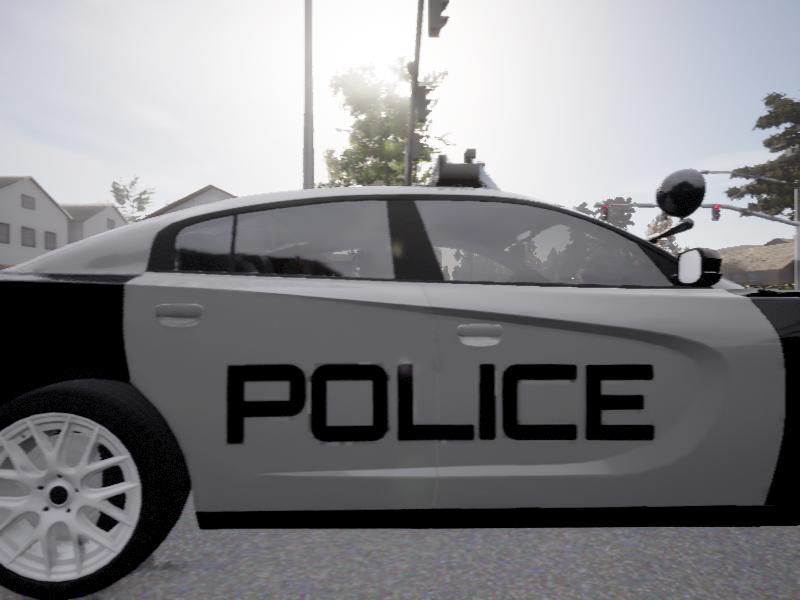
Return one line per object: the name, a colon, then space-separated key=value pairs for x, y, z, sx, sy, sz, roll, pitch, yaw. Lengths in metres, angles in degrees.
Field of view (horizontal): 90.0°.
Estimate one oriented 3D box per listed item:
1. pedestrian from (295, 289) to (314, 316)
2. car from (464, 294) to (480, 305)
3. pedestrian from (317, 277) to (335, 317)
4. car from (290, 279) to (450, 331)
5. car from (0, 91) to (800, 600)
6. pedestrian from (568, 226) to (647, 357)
pedestrian: x=-4.718 y=0.135 z=19.762 sx=0.751 sy=1.300 sz=0.751 roll=0 pitch=0 yaw=-2
car: x=14.335 y=-0.118 z=80.181 sx=2.150 sy=2.045 sz=5.566 roll=0 pitch=0 yaw=-1
pedestrian: x=-3.527 y=-0.143 z=18.986 sx=0.751 sy=1.860 sz=0.751 roll=0 pitch=0 yaw=-15
car: x=-0.955 y=0.162 z=13.707 sx=5.027 sy=1.651 sz=2.152 roll=0 pitch=0 yaw=-1
car: x=0.414 y=0.167 z=2.260 sx=5.238 sy=1.638 sz=1.930 roll=0 pitch=0 yaw=-1
pedestrian: x=3.164 y=-0.120 z=6.146 sx=0.751 sy=1.860 sz=0.751 roll=0 pitch=0 yaw=-17
